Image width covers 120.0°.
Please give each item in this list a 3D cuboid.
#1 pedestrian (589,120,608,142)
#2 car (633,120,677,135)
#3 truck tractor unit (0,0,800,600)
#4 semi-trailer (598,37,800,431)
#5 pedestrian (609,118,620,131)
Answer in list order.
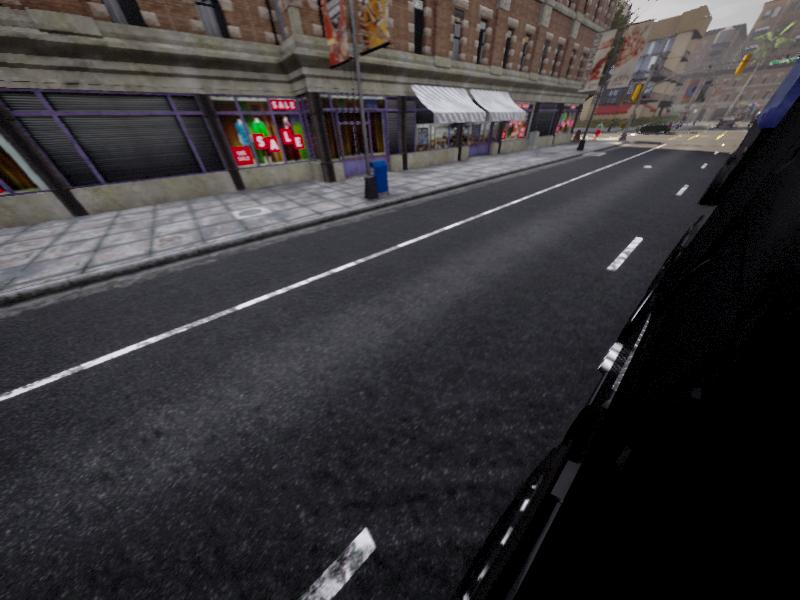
[{"bbox_3d":[20.740,-17.651,24.140,0.751,1.860,0.751,-29,44,-30],"label":"pedestrian"},{"bbox_3d":[36.281,-24.591,33.000,1.789,1.549,3.705,-28,44,-30],"label":"car"},{"bbox_3d":[2.645,-0.295,0.351,6.516,4.208,3.053,-28,44,-30],"label":"truck tractor unit"},{"bbox_3d":[8.715,-3.589,4.218,14.254,4.402,2.717,-28,43,-30],"label":"semi-trailer"},{"bbox_3d":[39.055,-31.946,42.123,0.751,1.860,0.751,21,43,28],"label":"pedestrian"}]
